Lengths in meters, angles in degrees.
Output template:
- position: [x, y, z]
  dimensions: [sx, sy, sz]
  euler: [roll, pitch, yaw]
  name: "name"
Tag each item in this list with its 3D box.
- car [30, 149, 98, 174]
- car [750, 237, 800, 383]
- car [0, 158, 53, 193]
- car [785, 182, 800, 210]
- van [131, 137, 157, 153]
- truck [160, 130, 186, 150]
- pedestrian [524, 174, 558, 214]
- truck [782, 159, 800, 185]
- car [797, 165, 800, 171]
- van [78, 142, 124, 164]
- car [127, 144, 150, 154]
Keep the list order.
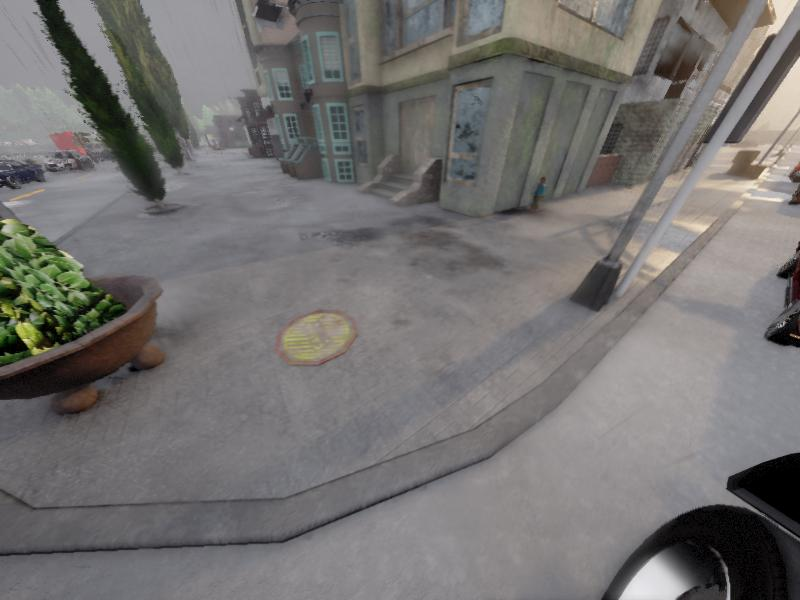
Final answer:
- position: [-28.322, -11.859, 19.680]
  dimensions: [1.970, 1.475, 3.806]
  euler: [-22, 41, -28]
  name: "car"
- position: [6.711, -0.120, 2.888]
  dimensions: [4.718, 1.301, 1.895]
  euler: [-22, 41, -28]
  name: "car"
- position: [-22.532, -7.039, 12.958]
  dimensions: [1.895, 1.301, 4.718]
  euler: [-22, 41, -28]
  name: "car"
- position: [16.694, -4.227, 8.549]
  dimensions: [4.181, 1.385, 1.994]
  euler: [-22, 41, -28]
  name: "car"
- position: [-52.138, -31.829, 47.226]
  dimensions: [1.988, 2.561, 5.915]
  euler: [-22, 41, -28]
  name: "van"
- position: [-57.180, -40.503, 58.475]
  dimensions: [2.891, 3.827, 8.468]
  euler: [-22, 41, -28]
  name: "truck"
- position: [4.673, -3.545, 7.705]
  dimensions: [0.500, 1.100, 0.500]
  euler: [-22, 41, -28]
  name: "pedestrian"
- position: [24.298, -7.779, 12.560]
  dimensions: [5.204, 2.467, 2.627]
  euler: [-22, 41, -28]
  name: "truck"
- position: [32.022, -10.699, 17.121]
  dimensions: [3.866, 1.878, 1.905]
  euler: [-22, 41, -28]
  name: "car"
- position: [-34.591, -17.205, 26.870]
  dimensions: [1.775, 1.987, 4.442]
  euler: [-22, 41, -28]
  name: "van"
- position: [-47.307, -27.410, 41.910]
  dimensions: [1.812, 1.442, 4.674]
  euler: [-22, 41, -28]
  name: "car"
